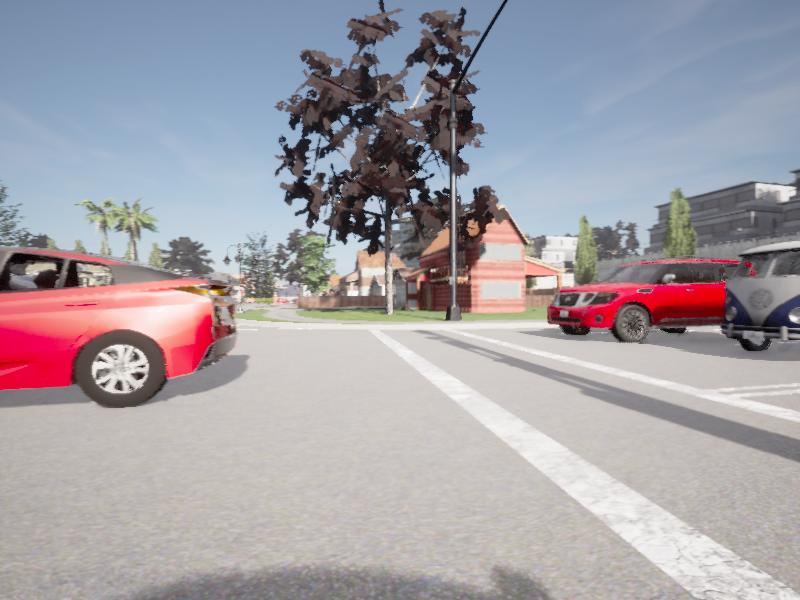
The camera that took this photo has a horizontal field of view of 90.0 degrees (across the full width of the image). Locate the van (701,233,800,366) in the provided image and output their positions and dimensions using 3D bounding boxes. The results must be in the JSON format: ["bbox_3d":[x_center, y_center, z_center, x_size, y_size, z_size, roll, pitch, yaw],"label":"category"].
[{"bbox_3d":[7.983,0.000,7.138,4.442,1.987,1.775,0,0,-14],"label":"van"}]

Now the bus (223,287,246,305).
[{"bbox_3d":[-40.031,-0.949,97.123,3.944,4.253,10.273,0,0,-15],"label":"bus"}]

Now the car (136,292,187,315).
[{"bbox_3d":[-18.380,0.252,31.095,2.152,1.651,5.027,0,0,-15],"label":"car"}]

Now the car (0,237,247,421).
[{"bbox_3d":[-4.115,0.243,4.159,4.514,1.525,2.007,0,0,-14],"label":"car"}]

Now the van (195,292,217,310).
[{"bbox_3d":[-23.143,0.099,47.862,1.775,1.987,4.442,0,0,-18],"label":"van"}]

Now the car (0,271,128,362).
[{"bbox_3d":[-8.150,0.262,7.442,4.892,1.490,1.837,0,1,-1],"label":"car"}]

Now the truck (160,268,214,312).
[{"bbox_3d":[-20.642,-0.835,39.306,2.891,3.827,8.468,0,0,-15],"label":"truck"}]

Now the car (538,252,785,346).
[{"bbox_3d":[6.687,-0.026,10.412,5.566,2.045,2.150,0,0,-14],"label":"car"}]
